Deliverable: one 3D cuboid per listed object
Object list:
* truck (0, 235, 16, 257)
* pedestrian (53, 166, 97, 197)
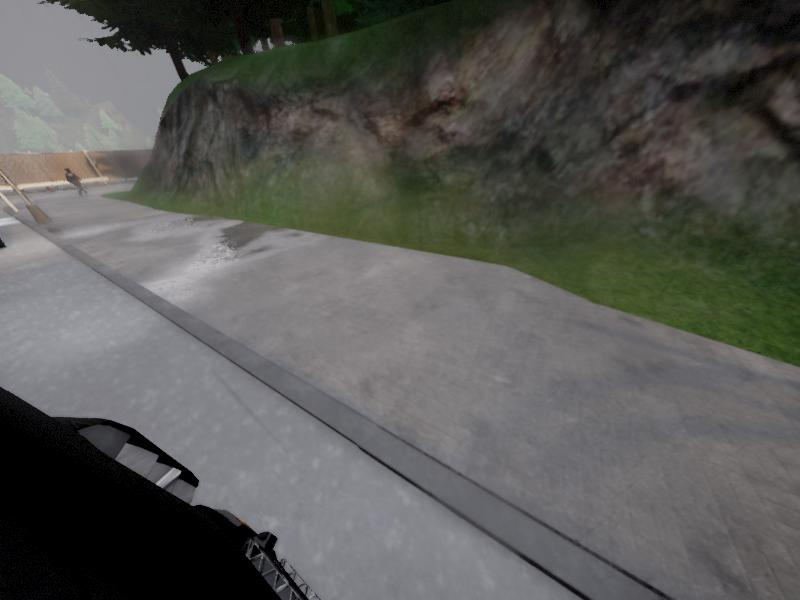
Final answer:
[{"bbox_3d":[-14.924,-2.454,6.901,6.274,2.098,2.390,16,38,26],"label":"truck"},{"bbox_3d":[-23.002,-8.396,16.393,0.751,1.860,0.751,-12,35,-12],"label":"pedestrian"}]
